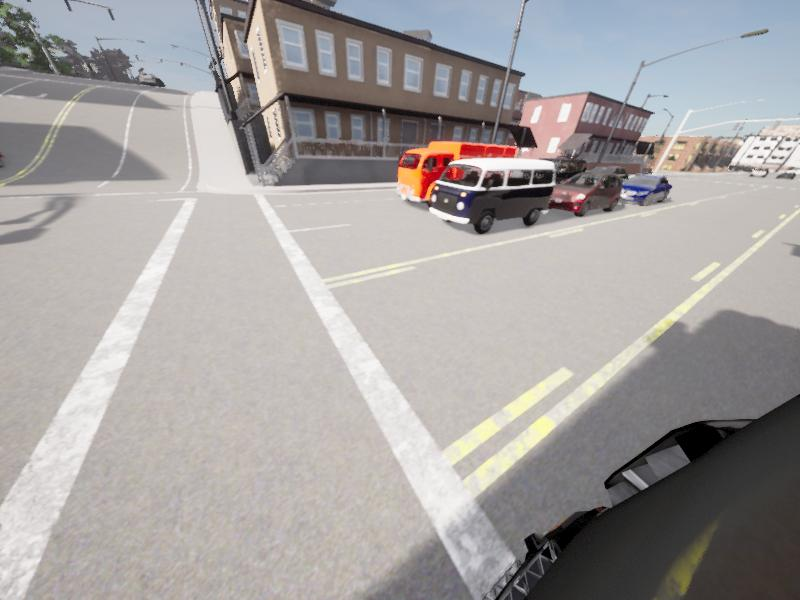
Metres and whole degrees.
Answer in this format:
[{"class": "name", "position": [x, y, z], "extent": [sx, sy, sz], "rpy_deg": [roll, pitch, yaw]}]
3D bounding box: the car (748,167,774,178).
[{"class": "car", "position": [77.026, -27.276, 49.294], "extent": [4.605, 1.855, 1.932], "rpy_deg": [-16, 38, -26]}]

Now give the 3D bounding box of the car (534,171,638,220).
[{"class": "car", "position": [8.539, -4.966, 10.670], "extent": [3.988, 1.617, 1.851], "rpy_deg": [-16, 38, -26]}]

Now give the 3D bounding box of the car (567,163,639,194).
[{"class": "car", "position": [15.380, -9.277, 17.532], "extent": [4.553, 1.767, 2.097], "rpy_deg": [-16, 38, -26]}]

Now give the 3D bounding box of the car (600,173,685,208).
[{"class": "car", "position": [14.443, -6.611, 13.750], "extent": [4.674, 1.442, 1.812], "rpy_deg": [-17, 38, -26]}]

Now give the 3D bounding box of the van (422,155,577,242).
[{"class": "van", "position": [3.265, -3.606, 7.825], "extent": [4.480, 2.038, 2.069], "rpy_deg": [-16, 38, -26]}]

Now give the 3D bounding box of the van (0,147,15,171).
[{"class": "van", "position": [-21.168, -6.820, 10.588], "extent": [1.775, 1.987, 4.442], "rpy_deg": [-17, 47, -27]}]

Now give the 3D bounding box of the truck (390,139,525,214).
[{"class": "truck", "position": [2.466, -5.713, 10.562], "extent": [5.204, 2.467, 2.627], "rpy_deg": [-15, 38, -25]}]

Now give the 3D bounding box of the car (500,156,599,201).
[{"class": "car", "position": [9.174, -7.558, 14.239], "extent": [5.566, 2.045, 2.150], "rpy_deg": [-16, 38, -26]}]
